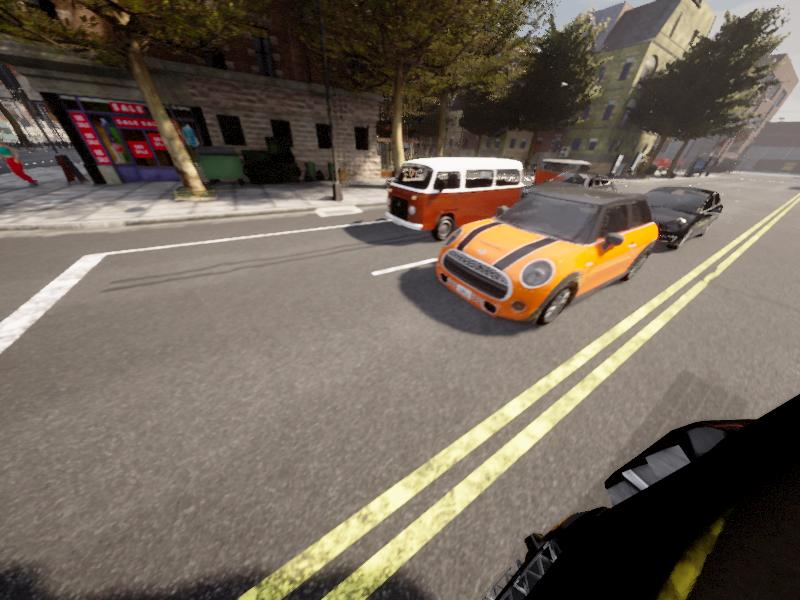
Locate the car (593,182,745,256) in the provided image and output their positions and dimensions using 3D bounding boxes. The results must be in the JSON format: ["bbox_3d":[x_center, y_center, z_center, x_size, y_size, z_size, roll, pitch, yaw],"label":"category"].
[{"bbox_3d":[8.983,-2.914,7.695,4.892,1.490,1.837,-17,38,-27],"label":"car"}]

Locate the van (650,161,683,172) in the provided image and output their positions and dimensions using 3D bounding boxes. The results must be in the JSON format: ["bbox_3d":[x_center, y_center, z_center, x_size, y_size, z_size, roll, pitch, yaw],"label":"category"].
[{"bbox_3d":[65.292,-32.820,56.622,2.069,2.038,4.480,-17,38,-27],"label":"van"}]

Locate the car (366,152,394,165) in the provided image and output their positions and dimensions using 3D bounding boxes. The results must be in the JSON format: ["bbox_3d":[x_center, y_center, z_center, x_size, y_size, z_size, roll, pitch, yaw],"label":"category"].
[{"bbox_3d":[-3.081,-21.506,35.074,2.231,1.521,4.892,-17,38,-27],"label":"car"}]

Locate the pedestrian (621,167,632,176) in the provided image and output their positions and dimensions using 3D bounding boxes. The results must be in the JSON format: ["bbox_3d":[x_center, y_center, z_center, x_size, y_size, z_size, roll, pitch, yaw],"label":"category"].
[{"bbox_3d":[30.590,-17.379,31.231,0.500,1.100,0.500,-17,38,-27],"label":"pedestrian"}]

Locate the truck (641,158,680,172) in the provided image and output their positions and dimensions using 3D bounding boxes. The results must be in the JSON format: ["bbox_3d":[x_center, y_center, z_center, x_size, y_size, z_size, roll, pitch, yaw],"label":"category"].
[{"bbox_3d":[62.112,-32.293,55.192,2.627,2.467,5.204,-17,38,-27],"label":"truck"}]

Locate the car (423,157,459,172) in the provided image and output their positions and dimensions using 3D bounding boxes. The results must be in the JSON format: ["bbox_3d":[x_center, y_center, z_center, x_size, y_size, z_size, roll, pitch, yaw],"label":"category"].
[{"bbox_3d":[5.196,-17.596,29.883,1.895,1.301,4.718,-17,38,-27],"label":"car"}]

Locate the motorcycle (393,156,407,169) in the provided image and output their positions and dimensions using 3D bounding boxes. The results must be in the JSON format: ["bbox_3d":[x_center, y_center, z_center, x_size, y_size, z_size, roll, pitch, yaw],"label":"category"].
[{"bbox_3d":[0.014,-16.289,27.298,0.856,1.236,1.805,19,37,23],"label":"motorcycle"}]

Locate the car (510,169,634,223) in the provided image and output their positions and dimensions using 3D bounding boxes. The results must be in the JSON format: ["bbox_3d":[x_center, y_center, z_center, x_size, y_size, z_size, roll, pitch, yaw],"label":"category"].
[{"bbox_3d":[7.758,-4.850,10.428,5.027,1.651,2.152,-17,38,-27],"label":"car"}]

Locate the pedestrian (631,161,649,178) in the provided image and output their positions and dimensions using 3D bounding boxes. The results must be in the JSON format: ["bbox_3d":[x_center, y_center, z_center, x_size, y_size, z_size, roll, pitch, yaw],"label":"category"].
[{"bbox_3d":[31.031,-16.954,29.926,0.751,1.860,0.751,-18,39,-28],"label":"pedestrian"}]

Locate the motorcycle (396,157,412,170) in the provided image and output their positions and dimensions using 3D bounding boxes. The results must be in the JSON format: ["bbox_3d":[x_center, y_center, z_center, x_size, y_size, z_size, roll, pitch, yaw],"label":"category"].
[{"bbox_3d":[0.481,-15.717,26.539,0.803,1.145,2.033,27,39,16],"label":"motorcycle"}]

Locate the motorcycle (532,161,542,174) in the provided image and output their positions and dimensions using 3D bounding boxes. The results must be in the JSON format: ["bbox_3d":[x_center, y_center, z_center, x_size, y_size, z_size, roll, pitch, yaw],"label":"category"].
[{"bbox_3d":[17.285,-16.690,29.150,0.764,1.277,2.356,9,33,28],"label":"motorcycle"}]

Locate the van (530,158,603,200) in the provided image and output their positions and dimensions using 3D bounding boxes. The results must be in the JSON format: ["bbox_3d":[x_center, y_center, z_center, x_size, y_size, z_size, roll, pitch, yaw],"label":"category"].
[{"bbox_3d":[10.668,-8.167,15.340,1.775,1.987,4.442,6,33,5],"label":"van"}]

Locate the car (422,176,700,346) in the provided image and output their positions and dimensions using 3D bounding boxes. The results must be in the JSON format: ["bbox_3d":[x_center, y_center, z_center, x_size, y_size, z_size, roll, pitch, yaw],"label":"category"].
[{"bbox_3d":[2.971,-1.215,4.413,4.553,1.767,2.097,-17,38,-27],"label":"car"}]

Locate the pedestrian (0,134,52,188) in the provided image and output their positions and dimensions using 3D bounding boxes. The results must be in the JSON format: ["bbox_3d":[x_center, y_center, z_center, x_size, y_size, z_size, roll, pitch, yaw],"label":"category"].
[{"bbox_3d":[-15.919,-5.718,9.511,0.751,1.860,0.751,-5,34,-11],"label":"pedestrian"}]

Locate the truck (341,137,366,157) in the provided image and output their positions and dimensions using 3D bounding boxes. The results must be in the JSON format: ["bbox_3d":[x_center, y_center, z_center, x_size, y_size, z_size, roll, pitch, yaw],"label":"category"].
[{"bbox_3d":[-11.744,-38.410,57.954,2.891,3.827,8.468,-17,38,-27],"label":"truck"}]

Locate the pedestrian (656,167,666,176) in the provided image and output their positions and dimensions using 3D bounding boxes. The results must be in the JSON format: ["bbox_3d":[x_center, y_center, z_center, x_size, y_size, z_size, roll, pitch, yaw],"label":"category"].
[{"bbox_3d":[40.132,-19.791,35.576,0.500,1.100,0.500,-17,38,-27],"label":"pedestrian"}]

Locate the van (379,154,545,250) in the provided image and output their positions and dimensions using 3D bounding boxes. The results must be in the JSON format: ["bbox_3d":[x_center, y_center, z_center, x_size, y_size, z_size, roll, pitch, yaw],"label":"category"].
[{"bbox_3d":[1.837,-3.229,7.164,4.480,2.038,2.069,-17,38,-27],"label":"van"}]
